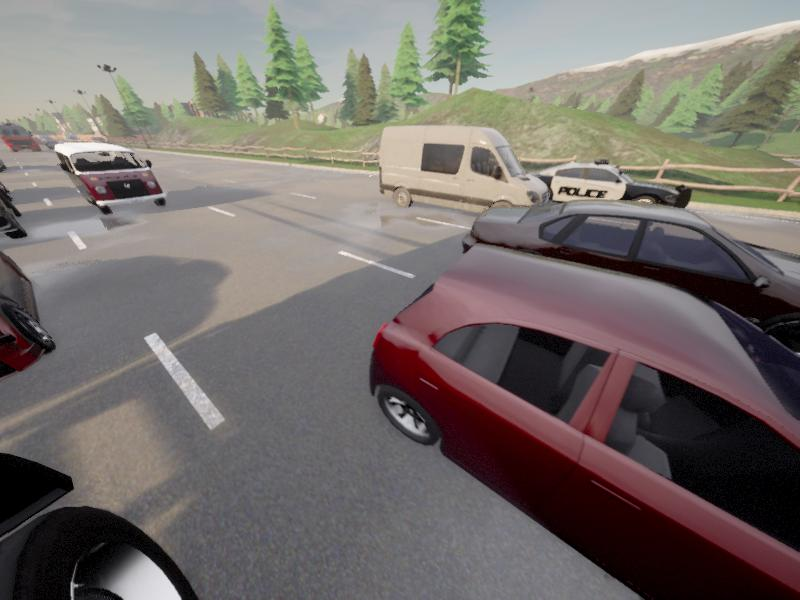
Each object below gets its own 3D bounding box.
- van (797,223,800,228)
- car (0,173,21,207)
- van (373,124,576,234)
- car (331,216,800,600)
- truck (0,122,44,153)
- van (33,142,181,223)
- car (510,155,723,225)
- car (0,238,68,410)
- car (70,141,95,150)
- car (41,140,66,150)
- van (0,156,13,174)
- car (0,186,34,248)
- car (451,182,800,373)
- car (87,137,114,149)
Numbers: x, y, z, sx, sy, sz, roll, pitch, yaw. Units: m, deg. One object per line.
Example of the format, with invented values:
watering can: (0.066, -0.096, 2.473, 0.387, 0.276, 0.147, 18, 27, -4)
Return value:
van: (14.608, -1.746, 4.403, 6.366, 2.431, 2.351, 22, 41, 28)
car: (-17.662, -4.695, 9.150, 4.792, 1.488, 2.163, 22, 41, 28)
van: (2.038, -4.457, 8.049, 5.915, 2.561, 1.988, 23, 41, 27)
car: (1.588, 0.693, 1.613, 3.633, 1.501, 1.845, 22, 41, 28)
truck: (-62.181, -26.326, 37.461, 8.468, 3.827, 2.891, 22, 41, 28)
van: (-10.675, -4.531, 8.486, 4.480, 2.038, 2.069, 22, 41, 28)
car: (7.376, -4.378, 8.764, 5.238, 1.638, 1.930, 22, 41, 28)
car: (-6.061, 0.103, 2.542, 4.181, 1.385, 1.994, 22, 41, 28)
car: (-61.485, -29.974, 44.765, 3.806, 1.475, 1.970, 22, 41, 28)
car: (-64.070, -28.638, 42.695, 3.633, 1.501, 1.845, 22, 41, 28)
van: (-31.415, -10.714, 16.764, 6.366, 2.431, 2.351, 22, 41, 28)
car: (-12.193, -2.518, 5.981, 5.027, 1.651, 2.152, 22, 41, 28)
car: (3.841, -0.795, 3.863, 5.357, 1.411, 2.033, 22, 41, 28)
car: (-64.967, -34.127, 50.072, 5.566, 2.045, 2.150, 22, 41, 28)
